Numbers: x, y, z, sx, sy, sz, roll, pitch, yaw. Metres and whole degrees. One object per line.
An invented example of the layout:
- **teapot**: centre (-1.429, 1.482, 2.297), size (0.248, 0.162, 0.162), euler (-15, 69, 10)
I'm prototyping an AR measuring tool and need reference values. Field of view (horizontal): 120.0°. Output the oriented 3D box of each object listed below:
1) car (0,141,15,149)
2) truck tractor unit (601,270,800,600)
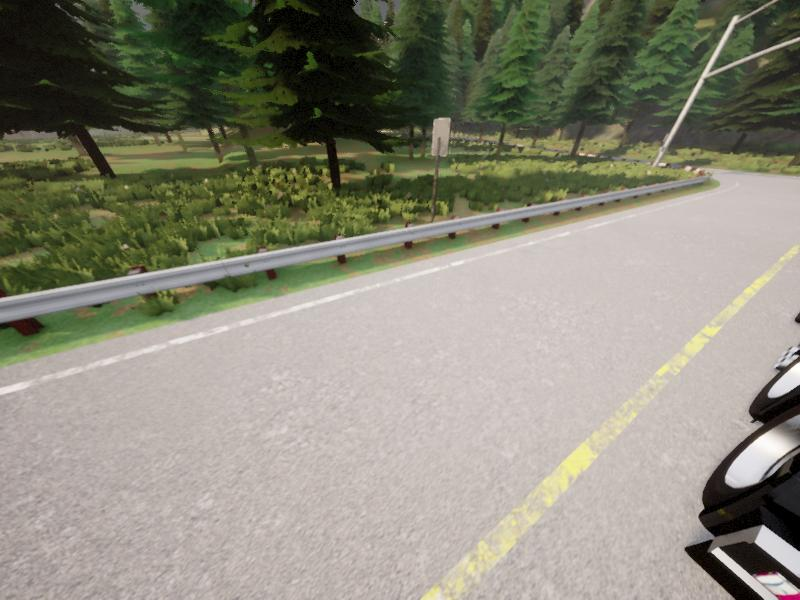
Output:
- **car**: centre (-94.718, -35.889, 53.623), size (5.008, 1.535, 1.882), euler (-18, 39, -25)
- **truck tractor unit**: centre (5.126, -0.283, 0.777), size (6.516, 4.208, 3.053), euler (-18, 39, -24)
